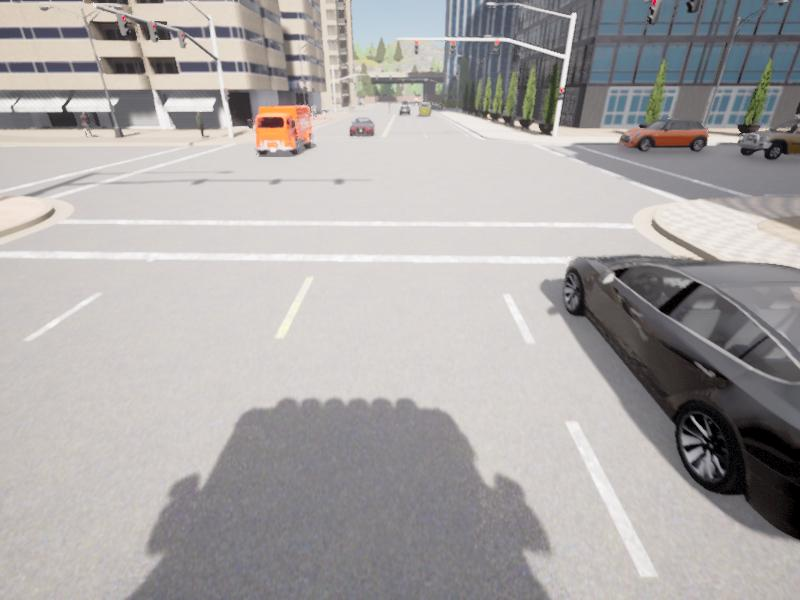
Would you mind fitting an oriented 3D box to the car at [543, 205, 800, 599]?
[{"bbox_3d":[3.538,0.268,4.486,2.163,1.488,4.792,0,27,1],"label":"car"}]

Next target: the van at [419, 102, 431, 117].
[{"bbox_3d":[3.968,-30.443,63.906,1.775,1.987,4.442,2,27,4],"label":"van"}]

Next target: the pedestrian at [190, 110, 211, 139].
[{"bbox_3d":[-14.581,-12.875,29.328,0.751,1.860,0.751,3,27,5],"label":"pedestrian"}]

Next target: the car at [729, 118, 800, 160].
[{"bbox_3d":[20.256,-8.271,20.516,4.605,1.855,1.932,0,27,1],"label":"car"}]

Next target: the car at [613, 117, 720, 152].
[{"bbox_3d":[15.609,-9.862,23.741,4.553,1.767,2.097,1,27,1],"label":"car"}]

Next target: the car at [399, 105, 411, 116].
[{"bbox_3d":[0.827,-31.714,66.913,2.007,1.525,4.514,0,27,1],"label":"car"}]

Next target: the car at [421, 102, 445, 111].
[{"bbox_3d":[7.132,-42.134,87.072,4.611,1.667,2.242,14,31,25],"label":"car"}]

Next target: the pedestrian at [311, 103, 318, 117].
[{"bbox_3d":[-12.603,-28.045,59.066,0.751,1.860,0.751,-3,27,-6],"label":"pedestrian"}]

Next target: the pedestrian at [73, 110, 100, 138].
[{"bbox_3d":[-23.263,-13.041,29.700,0.751,1.860,0.751,8,28,15],"label":"pedestrian"}]

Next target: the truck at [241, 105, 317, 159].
[{"bbox_3d":[-6.728,-9.865,23.170,2.627,2.467,5.204,0,27,1],"label":"truck"}]

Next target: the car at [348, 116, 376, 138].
[{"bbox_3d":[-3.105,-14.516,33.520,1.994,1.385,4.181,0,27,0],"label":"car"}]
